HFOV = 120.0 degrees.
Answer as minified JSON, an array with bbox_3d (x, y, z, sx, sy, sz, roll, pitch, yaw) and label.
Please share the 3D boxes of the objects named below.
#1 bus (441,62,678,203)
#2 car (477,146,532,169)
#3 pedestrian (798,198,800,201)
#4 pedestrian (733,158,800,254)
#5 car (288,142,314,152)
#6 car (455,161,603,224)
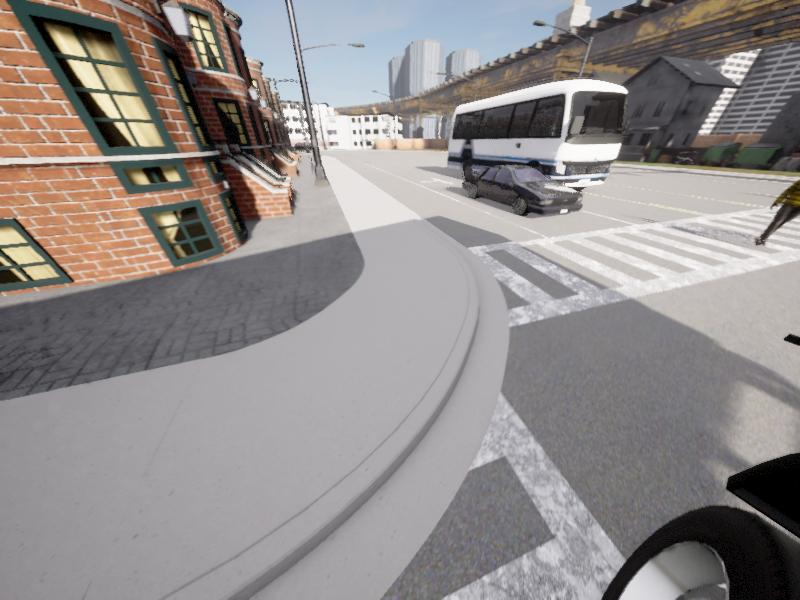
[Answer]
[{"bbox_3d":[6.620,-8.958,13.101,3.944,4.253,10.273,-11,36,-14],"label":"bus"},{"bbox_3d":[10.206,-14.341,23.104,1.930,1.638,5.238,-11,36,-14],"label":"car"},{"bbox_3d":[17.220,-4.840,9.027,0.751,1.860,0.751,-15,37,-20],"label":"pedestrian"},{"bbox_3d":[8.920,-2.118,5.237,0.751,1.860,0.751,-28,43,-33],"label":"pedestrian"},{"bbox_3d":[-26.143,-40.391,61.001,5.566,2.045,2.150,-1,35,-1],"label":"car"},{"bbox_3d":[4.570,-4.689,9.476,2.033,1.411,5.357,-11,36,-14],"label":"car"}]
